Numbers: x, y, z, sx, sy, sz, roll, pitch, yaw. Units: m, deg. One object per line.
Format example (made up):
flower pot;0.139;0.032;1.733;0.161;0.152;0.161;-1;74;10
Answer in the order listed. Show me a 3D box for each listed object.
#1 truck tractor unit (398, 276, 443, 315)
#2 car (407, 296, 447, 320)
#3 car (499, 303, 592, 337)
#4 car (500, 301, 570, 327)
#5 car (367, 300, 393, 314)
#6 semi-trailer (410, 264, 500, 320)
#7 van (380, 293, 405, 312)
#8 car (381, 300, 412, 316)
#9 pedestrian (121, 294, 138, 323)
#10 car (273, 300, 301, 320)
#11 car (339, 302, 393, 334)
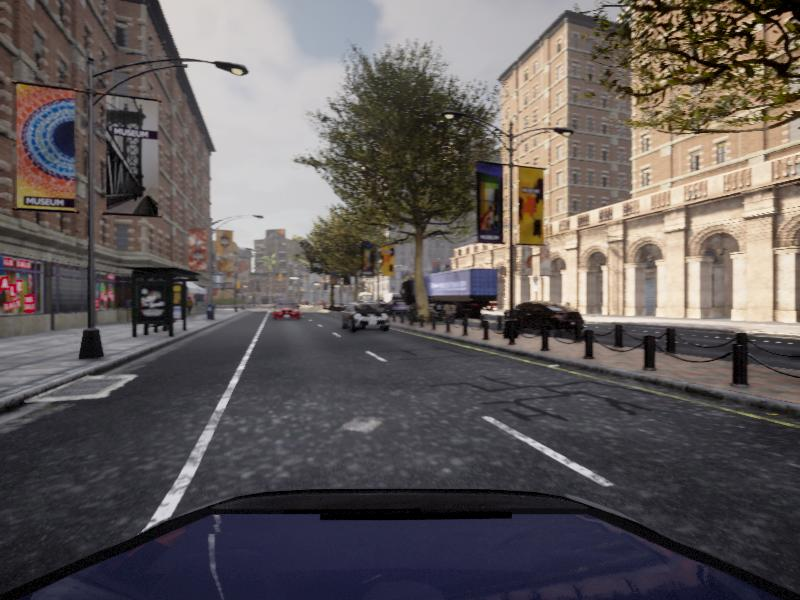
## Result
truck tractor unit;2.233;-0.487;46.198;3.053;4.208;6.516;-1;0;-17
car;2.231;0.664;34.561;1.932;1.855;4.605;0;-1;-17
car;6.932;0.864;19.671;1.812;1.442;4.674;0;0;-17
car;8.590;0.839;25.997;1.837;1.490;4.892;0;0;-17
car;-2.588;0.806;49.917;1.930;1.638;5.238;0;0;-17
semi-trailer;4.618;-0.611;38.641;2.717;4.402;14.254;0;0;-17
van;-1.162;0.358;57.071;1.988;2.561;5.915;0;0;-17
car;-0.477;0.804;43.192;2.033;1.649;4.856;0;0;-17
pedestrian;-17.363;0.544;25.700;0.751;1.860;0.751;0;0;-17
car;-9.794;0.801;34.473;2.242;1.667;4.611;0;0;-17
car;-1.880;0.870;20.860;1.970;1.475;3.806;0;0;-18
